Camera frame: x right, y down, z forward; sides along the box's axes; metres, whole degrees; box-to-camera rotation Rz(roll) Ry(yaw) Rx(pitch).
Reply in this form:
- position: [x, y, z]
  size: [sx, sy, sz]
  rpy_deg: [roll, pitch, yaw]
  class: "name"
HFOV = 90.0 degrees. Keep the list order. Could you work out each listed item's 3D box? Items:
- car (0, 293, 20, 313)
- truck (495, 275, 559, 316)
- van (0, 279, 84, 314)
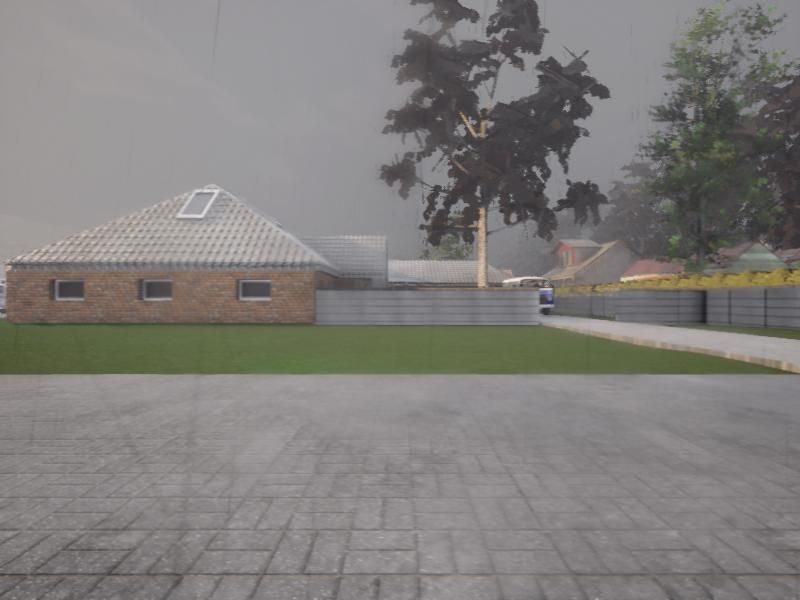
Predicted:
- position: [-31.703, 0.215, 30.040]
  size: [2.007, 1.525, 4.514]
  rpy_deg: [0, 0, 0]
  class: "car"
- position: [6.712, -0.218, 21.676]
  size: [2.069, 2.038, 4.478]
  rpy_deg: [0, 0, 0]
  class: "truck"
- position: [-27.695, -0.234, 30.437]
  size: [2.351, 2.431, 6.366]
  rpy_deg: [0, 0, 0]
  class: "van"
